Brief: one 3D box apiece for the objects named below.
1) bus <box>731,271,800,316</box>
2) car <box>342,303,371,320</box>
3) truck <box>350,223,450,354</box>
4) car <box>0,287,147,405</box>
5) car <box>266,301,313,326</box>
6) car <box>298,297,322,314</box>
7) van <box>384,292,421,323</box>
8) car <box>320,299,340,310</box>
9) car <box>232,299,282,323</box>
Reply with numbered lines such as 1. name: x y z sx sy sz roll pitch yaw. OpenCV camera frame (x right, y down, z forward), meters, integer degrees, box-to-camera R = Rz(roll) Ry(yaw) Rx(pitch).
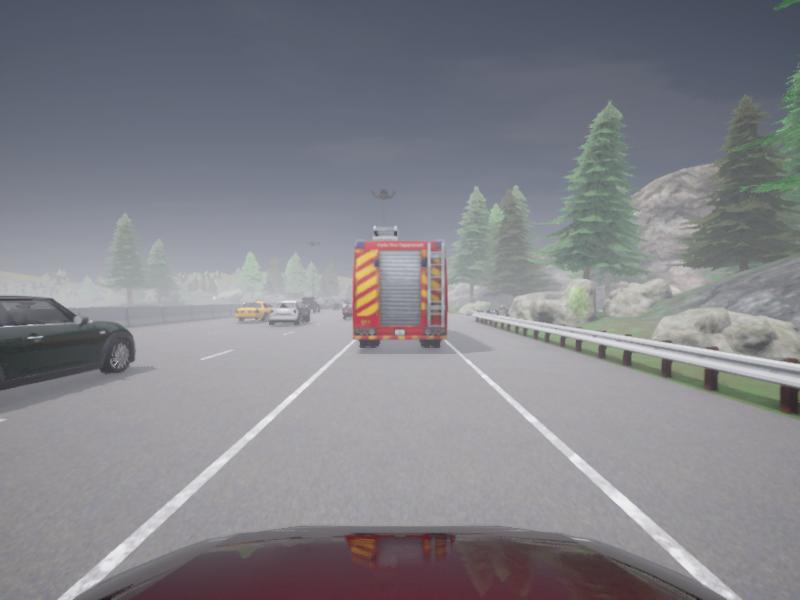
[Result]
1. bus: 39.846 -0.595 40.122 10.273 4.253 3.944 0 0 -3
2. car: -3.542 0.897 33.127 1.895 1.301 4.718 0 0 0
3. truck: -0.001 -0.344 15.896 2.891 3.827 8.468 0 0 0
4. car: -7.004 0.684 7.130 2.097 1.767 4.553 0 0 0
5. car: -7.022 0.817 25.839 1.970 1.475 3.806 0 0 0
6. car: -10.586 0.581 47.193 1.905 1.878 3.866 0 0 0
7. van: 0.264 0.523 28.861 2.069 2.038 4.480 0 -1 8
8. car: -10.629 0.671 61.140 2.242 1.667 4.611 0 0 0
9. car: -10.532 0.764 29.946 1.801 1.575 5.366 0 1 0
